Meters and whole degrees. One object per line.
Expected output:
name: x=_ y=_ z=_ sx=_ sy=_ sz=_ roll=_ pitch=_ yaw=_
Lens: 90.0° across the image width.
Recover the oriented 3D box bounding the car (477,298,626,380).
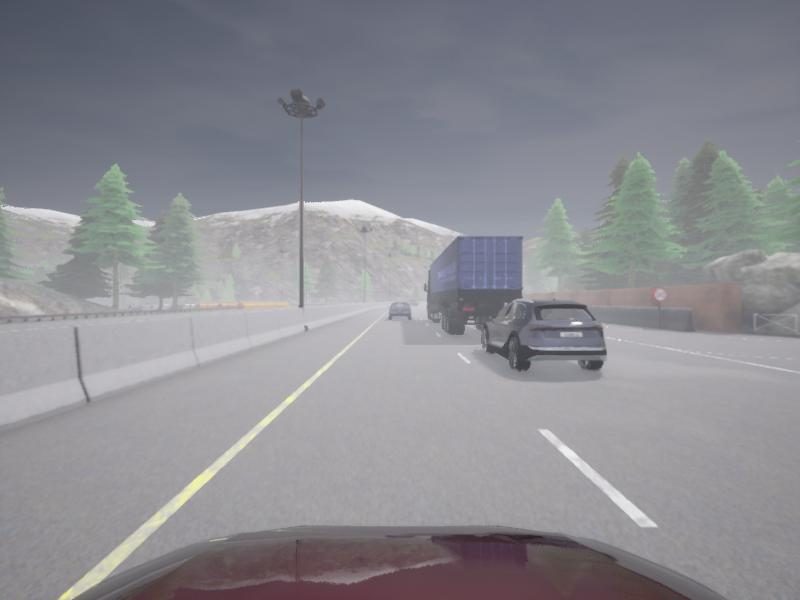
car: x=3.486 y=0.778 z=10.415 sx=2.033 sy=1.649 sz=4.856 roll=0 pitch=0 yaw=0

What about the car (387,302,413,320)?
car: x=-0.004 y=0.896 z=34.171 sx=2.033 sy=1.411 sz=5.357 roll=0 pitch=0 yaw=0

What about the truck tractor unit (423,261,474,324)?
truck tractor unit: x=3.496 y=-0.520 z=30.495 sx=3.053 sy=4.208 sz=6.516 roll=0 pitch=0 yaw=0

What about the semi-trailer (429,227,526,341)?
semi-trailer: x=3.498 y=-0.618 z=22.578 sx=2.717 sy=4.402 sz=14.254 roll=0 pitch=0 yaw=0
